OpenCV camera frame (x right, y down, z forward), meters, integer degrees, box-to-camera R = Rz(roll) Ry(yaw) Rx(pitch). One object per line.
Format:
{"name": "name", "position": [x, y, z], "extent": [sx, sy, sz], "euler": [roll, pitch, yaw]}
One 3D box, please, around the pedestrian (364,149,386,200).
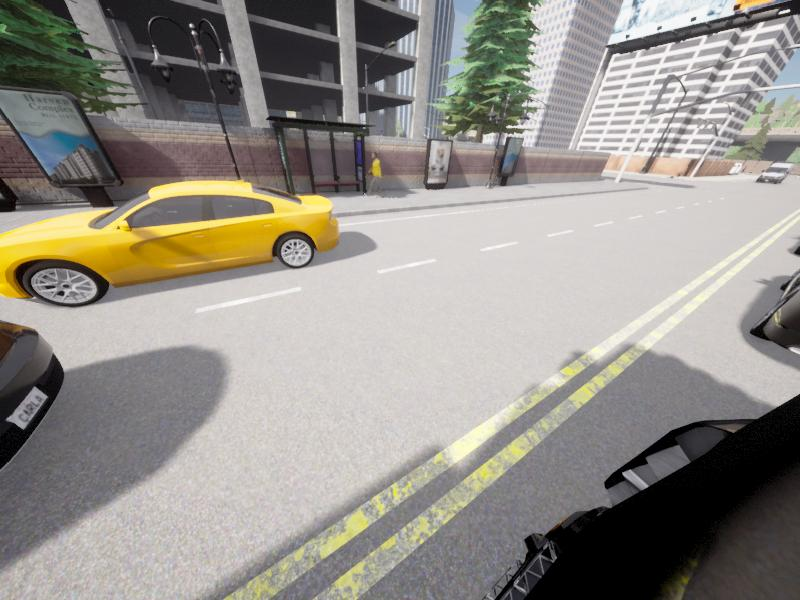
{"name": "pedestrian", "position": [-1.092, -5.444, 10.060], "extent": [0.751, 1.860, 0.751], "euler": [-9, 36, -18]}

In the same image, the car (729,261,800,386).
{"name": "car", "position": [7.289, -0.095, 3.171], "extent": [5.238, 1.638, 1.930], "euler": [-16, 38, -26]}

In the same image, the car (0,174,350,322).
{"name": "car", "position": [-3.724, -1.391, 4.363], "extent": [5.008, 1.535, 1.882], "euler": [-16, 38, -26]}

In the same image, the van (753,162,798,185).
{"name": "van", "position": [54.639, -18.401, 33.598], "extent": [5.915, 2.561, 1.988], "euler": [-16, 38, -26]}

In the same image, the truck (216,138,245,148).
{"name": "truck", "position": [-48.149, -44.742, 65.700], "extent": [6.274, 2.098, 2.390], "euler": [-16, 38, -26]}

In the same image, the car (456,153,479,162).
{"name": "car", "position": [16.029, -34.266, 55.370], "extent": [1.801, 1.575, 5.366], "euler": [-16, 38, -26]}

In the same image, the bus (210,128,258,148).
{"name": "bus", "position": [-48.603, -47.659, 68.108], "extent": [10.273, 4.253, 3.944], "euler": [-16, 38, -26]}

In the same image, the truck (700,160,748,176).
{"name": "truck", "position": [70.213, -28.773, 50.237], "extent": [2.615, 2.467, 5.204], "euler": [-16, 38, -26]}

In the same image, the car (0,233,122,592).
{"name": "car", "position": [-4.771, 1.161, 0.479], "extent": [4.892, 1.490, 1.837], "euler": [-16, 38, -26]}

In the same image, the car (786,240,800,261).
{"name": "car", "position": [13.676, -1.921, 6.390], "extent": [4.611, 1.667, 2.242], "euler": [-16, 38, -26]}

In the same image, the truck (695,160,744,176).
{"name": "truck", "position": [67.198, -27.912, 48.707], "extent": [2.615, 2.467, 5.204], "euler": [-16, 38, -26]}

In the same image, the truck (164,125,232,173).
{"name": "truck", "position": [-14.207, -10.930, 16.786], "extent": [2.615, 2.467, 5.204], "euler": [-16, 38, -26]}

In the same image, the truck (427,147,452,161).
{"name": "truck", "position": [9.023, -33.896, 53.458], "extent": [2.627, 2.467, 5.204], "euler": [-16, 38, -26]}

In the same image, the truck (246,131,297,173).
{"name": "truck", "position": [-10.481, -11.993, 18.676], "extent": [2.615, 2.467, 5.204], "euler": [-16, 38, -26]}
